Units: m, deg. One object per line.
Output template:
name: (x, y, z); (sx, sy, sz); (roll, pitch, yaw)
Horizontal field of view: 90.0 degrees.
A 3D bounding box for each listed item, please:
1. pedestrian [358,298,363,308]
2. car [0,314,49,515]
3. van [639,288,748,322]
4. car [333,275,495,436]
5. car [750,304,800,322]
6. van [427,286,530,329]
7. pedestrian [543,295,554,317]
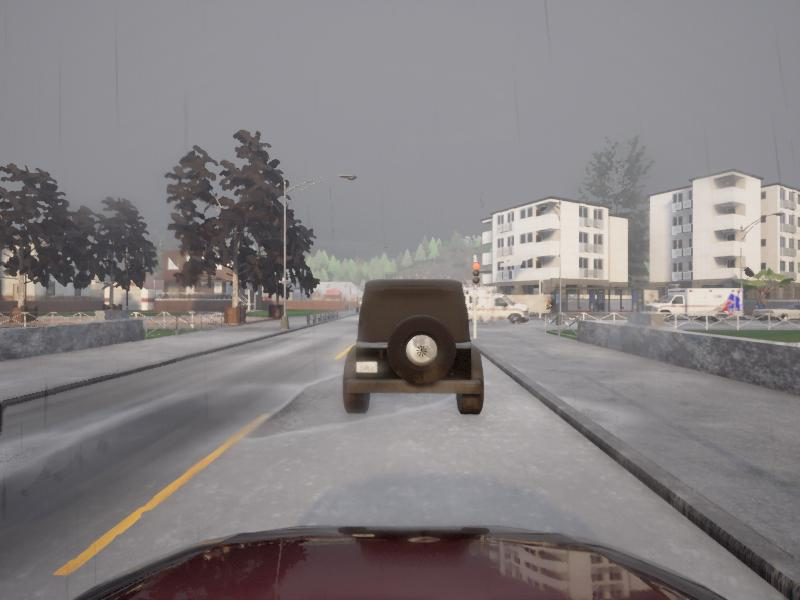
pedestrian: (-6.931, 0.533, 69.856); (0.751, 1.860, 0.751); (0, 0, 2)
car: (-3.973, 0.846, 0.972); (1.837, 1.490, 4.892); (0, 0, 2)
van: (21.752, 0.378, 29.883); (6.366, 2.431, 2.351); (0, 0, 2)
car: (0.220, 0.646, 6.640); (1.905, 1.878, 3.866); (0, 0, 2)
car: (29.156, 0.944, 29.630); (4.718, 1.301, 1.895); (0, 0, 2)
van: (5.251, 0.409, 26.682); (6.366, 2.431, 2.351); (0, 7, 21)
pedestrian: (13.012, 0.524, 35.058); (0.751, 1.860, 0.751); (0, 0, 9)
